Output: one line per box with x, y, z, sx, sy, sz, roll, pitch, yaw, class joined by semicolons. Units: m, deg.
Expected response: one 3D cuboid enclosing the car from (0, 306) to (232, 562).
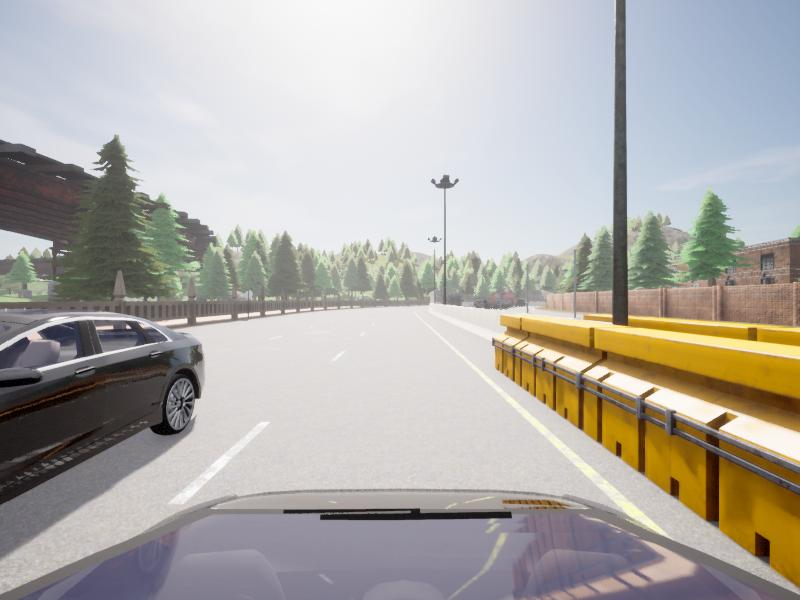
-3.500;0.837;3.363;2.128;1.511;4.902;0;0;0;car
